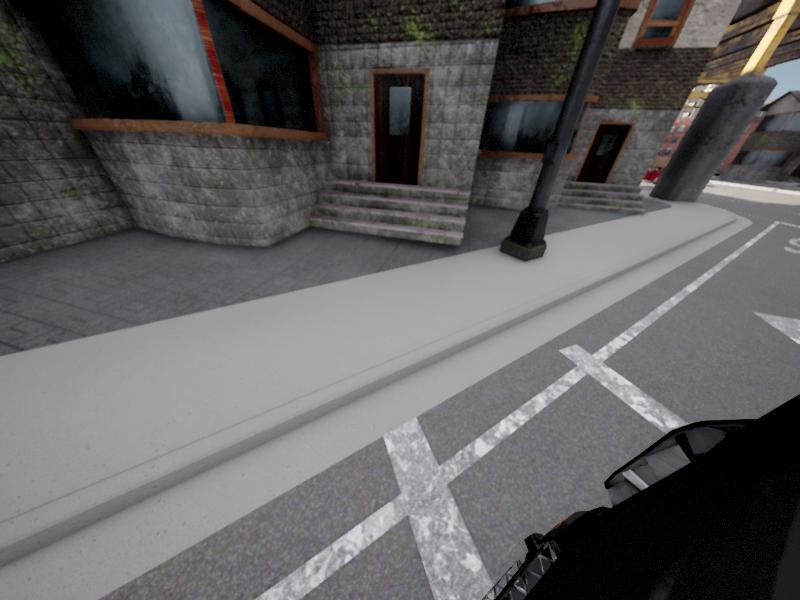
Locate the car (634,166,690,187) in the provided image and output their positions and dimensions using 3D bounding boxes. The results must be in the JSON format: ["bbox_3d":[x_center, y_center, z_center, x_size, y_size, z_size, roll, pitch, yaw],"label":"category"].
[{"bbox_3d":[26.929,-12.935,23.982,1.816,1.474,4.193,10,34,11],"label":"car"}]

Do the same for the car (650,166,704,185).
[{"bbox_3d":[31.183,-14.198,26.187,1.970,1.475,3.806,10,34,11],"label":"car"}]

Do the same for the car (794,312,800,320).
[{"bbox_3d":[8.911,-0.202,3.540,3.806,1.475,1.970,-13,37,-22],"label":"car"}]

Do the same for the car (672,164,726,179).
[{"bbox_3d":[47.052,-20.389,36.541,4.974,1.542,2.038,30,42,35],"label":"car"}]
